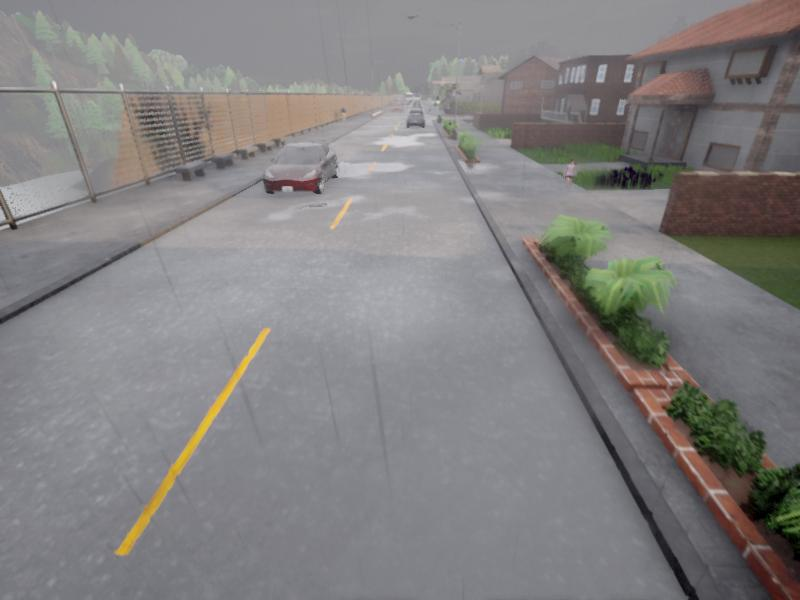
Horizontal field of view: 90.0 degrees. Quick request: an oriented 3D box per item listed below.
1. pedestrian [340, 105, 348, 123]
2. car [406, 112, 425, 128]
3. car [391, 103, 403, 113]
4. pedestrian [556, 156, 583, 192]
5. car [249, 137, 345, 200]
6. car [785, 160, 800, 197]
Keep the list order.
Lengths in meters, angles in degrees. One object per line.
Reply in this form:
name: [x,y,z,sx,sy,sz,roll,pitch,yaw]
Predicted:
pedestrian: [-6.775,-22.446,48.286,0.751,1.860,0.751,1,27,2]
car: [1.735,-19.773,43.864,1.994,1.385,4.181,1,27,2]
car: [-0.620,-38.554,80.152,2.097,1.767,4.553,1,27,2]
pedestrian: [5.709,-4.266,13.527,0.500,1.100,0.500,0,27,1]
car: [-3.551,-5.045,14.927,2.163,1.488,4.792,1,27,2]
car: [13.574,-3.478,11.017,3.633,1.501,1.845,1,27,2]
